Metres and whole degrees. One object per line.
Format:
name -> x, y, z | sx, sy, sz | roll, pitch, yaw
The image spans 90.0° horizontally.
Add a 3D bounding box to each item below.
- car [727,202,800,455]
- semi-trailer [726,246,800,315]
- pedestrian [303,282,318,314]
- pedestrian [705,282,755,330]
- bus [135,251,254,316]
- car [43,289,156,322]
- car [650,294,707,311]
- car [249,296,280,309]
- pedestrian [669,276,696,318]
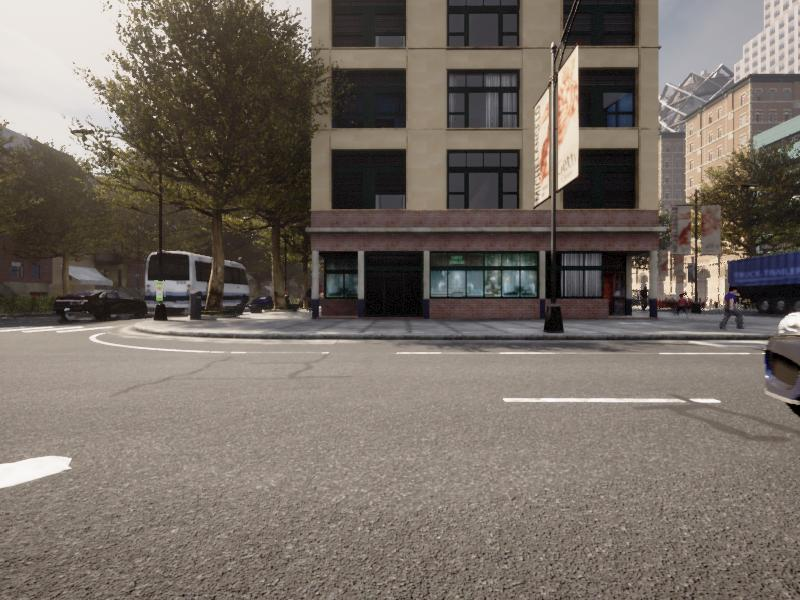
car -> 5.119, 0.180, 2.105 | 5.027, 1.651, 2.152 | 0, 0, 0
semi-trailer -> 26.673, -1.219, 24.259 | 2.717, 4.402, 14.254 | 0, 0, 2
pedestrian -> -5.195, -0.115, 23.231 | 0.751, 1.860, 0.751 | 0, 0, -1
pedestrian -> 9.118, 0.165, 11.086 | 0.751, 1.300, 0.751 | 0, 0, -1
bus -> -15.207, -1.130, 31.122 | 3.944, 4.253, 10.273 | 0, 1, 0
car -> -15.108, 0.236, 20.556 | 2.128, 1.511, 4.902 | 0, 0, 0
car -> 26.442, 0.251, 38.248 | 2.163, 1.488, 4.792 | 0, 0, 1
car -> -14.973, 0.270, 44.530 | 1.812, 1.442, 4.674 | 0, 0, 1
pedestrian -> 12.735, -0.115, 18.055 | 0.751, 1.860, 0.751 | 0, 0, 7
